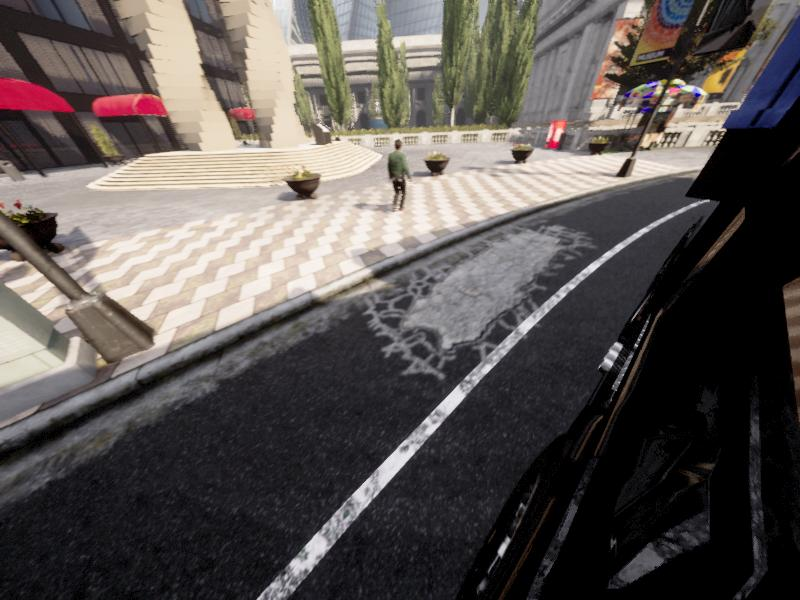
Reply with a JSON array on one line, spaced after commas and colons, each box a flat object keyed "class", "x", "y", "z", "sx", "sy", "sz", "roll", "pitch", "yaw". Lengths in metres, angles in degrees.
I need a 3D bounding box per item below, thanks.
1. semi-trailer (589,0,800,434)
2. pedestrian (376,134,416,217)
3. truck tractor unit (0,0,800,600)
[{"class": "semi-trailer", "x": 9.346, "y": -3.052, "z": 3.474, "sx": 14.254, "sy": 4.402, "sz": 2.717, "roll": -20, "pitch": 40, "yaw": -22}, {"class": "pedestrian", "x": -0.048, "y": -3.351, "z": 6.274, "sx": 0.751, "sy": 1.860, "sz": 0.751, "roll": 13, "pitch": 40, "yaw": 20}, {"class": "truck tractor unit", "x": 2.645, "y": -0.295, "z": 0.351, "sx": 6.516, "sy": 4.208, "sz": 3.053, "roll": -28, "pitch": 44, "yaw": -30}]
